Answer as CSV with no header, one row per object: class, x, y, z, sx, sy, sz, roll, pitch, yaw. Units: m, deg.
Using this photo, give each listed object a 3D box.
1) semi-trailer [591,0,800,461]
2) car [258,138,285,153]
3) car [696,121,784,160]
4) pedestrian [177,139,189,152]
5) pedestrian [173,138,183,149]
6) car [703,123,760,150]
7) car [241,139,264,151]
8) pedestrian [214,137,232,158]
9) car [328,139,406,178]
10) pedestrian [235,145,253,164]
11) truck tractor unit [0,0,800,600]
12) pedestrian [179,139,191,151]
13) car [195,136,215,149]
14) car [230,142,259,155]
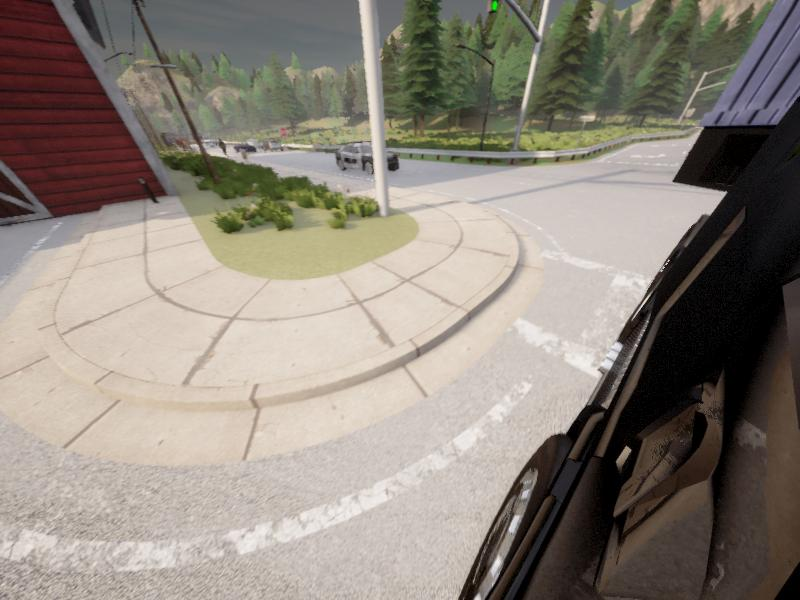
semi-trailer,10.102,-1.400,1.220,14.254,4.402,2.717,-2,36,0
car,-18.442,-22.222,33.107,1.851,1.617,3.988,-30,45,-32
car,20.383,-9.799,14.098,4.611,1.667,2.242,-31,45,-32
pedestrian,-38.108,-27.075,40.514,0.751,1.860,0.751,-30,45,-32
pedestrian,-47.703,-33.667,49.631,0.751,1.860,0.751,-29,44,-31
car,24.942,-12.447,17.519,4.193,1.474,1.816,-31,45,-32
car,-25.022,-26.273,39.044,1.812,1.442,4.674,-30,45,-32
pedestrian,-18.876,-16.263,24.677,0.751,1.860,0.751,30,47,35
car,-2.157,-8.937,14.374,1.930,1.638,5.238,-30,45,-32
pedestrian,-13.310,-12.442,19.710,0.751,1.300,0.751,-28,44,-30
truck tractor unit,2.645,-0.295,0.351,6.516,4.208,3.053,-28,44,-30
pedestrian,-39.648,-28.592,42.629,0.751,1.860,0.751,29,47,35
car,-42.739,-34.484,50.568,2.150,2.045,5.566,-30,45,-32
car,-21.270,-20.763,31.589,1.895,1.301,4.718,-30,45,-32
